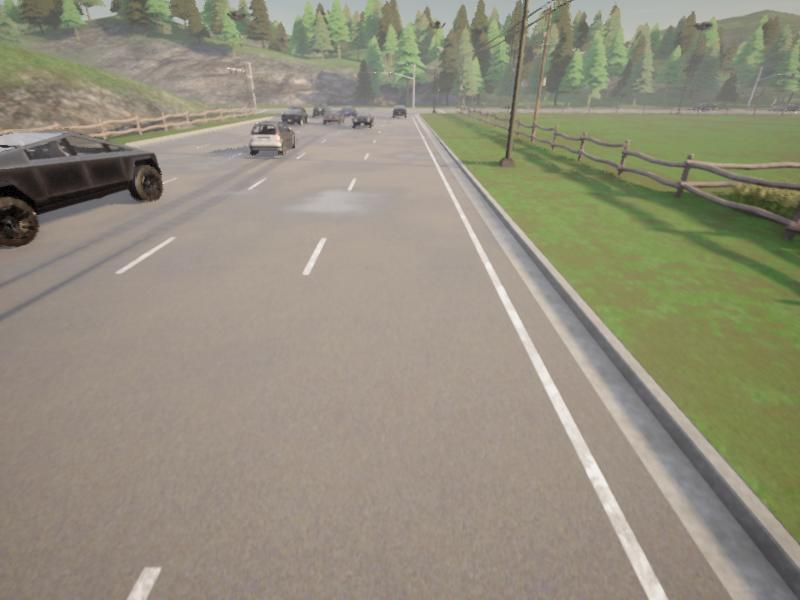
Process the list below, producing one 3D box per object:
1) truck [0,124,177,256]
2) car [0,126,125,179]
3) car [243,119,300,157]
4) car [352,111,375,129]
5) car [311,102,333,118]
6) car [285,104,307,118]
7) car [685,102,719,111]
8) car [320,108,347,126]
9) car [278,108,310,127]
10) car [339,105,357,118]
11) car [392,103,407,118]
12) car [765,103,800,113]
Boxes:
[{"bbox_3d":[-9.012,-3.056,10.089,2.390,2.098,6.274,5,28,8],"label":"truck"},{"bbox_3d":[-14.008,-6.348,16.922,1.851,1.617,3.988,0,27,0],"label":"car"},{"bbox_3d":[-7.009,-9.117,22.324,1.851,1.617,3.988,0,27,0],"label":"car"},{"bbox_3d":[-3.516,-17.732,39.304,1.895,1.301,4.718,0,27,0],"label":"car"},{"bbox_3d":[-10.598,-26.033,54.701,2.097,1.767,4.553,0,27,-1],"label":"car"},{"bbox_3d":[-14.177,-25.981,54.858,2.007,1.525,4.514,-1,27,-3],"label":"car"},{"bbox_3d":[59.949,-38.345,79.408,4.892,1.490,1.837,1,27,0],"label":"car"},{"bbox_3d":[-7.014,-19.544,42.659,2.033,1.411,5.357,0,27,0],"label":"car"},{"bbox_3d":[-10.514,-18.368,40.203,1.882,1.535,5.008,0,27,0],"label":"car"},{"bbox_3d":[-7.111,-26.019,55.166,1.994,1.385,4.181,-1,27,-2],"label":"car"},{"bbox_3d":[-0.055,-25.944,54.794,1.930,1.638,5.238,0,27,-1],"label":"car"},{"bbox_3d":[73.134,-36.589,76.211,4.902,1.511,2.128,1,27,0],"label":"car"}]
